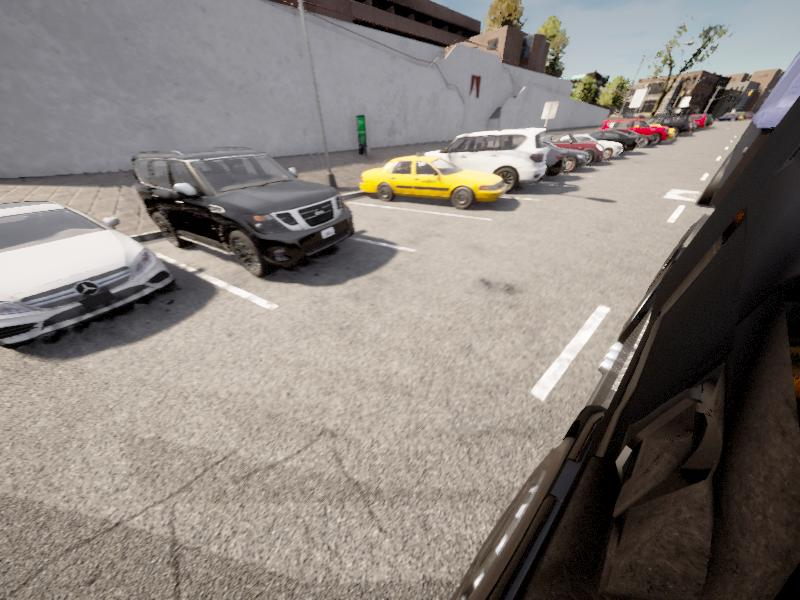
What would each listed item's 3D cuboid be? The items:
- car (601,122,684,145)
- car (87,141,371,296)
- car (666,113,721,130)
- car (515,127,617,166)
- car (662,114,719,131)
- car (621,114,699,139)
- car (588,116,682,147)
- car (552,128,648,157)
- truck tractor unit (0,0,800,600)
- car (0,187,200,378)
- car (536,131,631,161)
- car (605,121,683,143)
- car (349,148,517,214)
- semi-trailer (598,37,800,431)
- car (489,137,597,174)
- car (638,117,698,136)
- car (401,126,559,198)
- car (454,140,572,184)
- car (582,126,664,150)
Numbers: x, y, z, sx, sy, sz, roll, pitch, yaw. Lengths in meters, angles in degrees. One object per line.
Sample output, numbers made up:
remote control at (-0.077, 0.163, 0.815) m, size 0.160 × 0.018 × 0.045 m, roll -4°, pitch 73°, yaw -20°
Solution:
car at (23.983, -16.725, 23.248) m, size 5.366 × 1.575 × 1.946 m, roll 17°, pitch 40°, yaw 26°
car at (-3.744, -2.254, 5.267) m, size 5.566 × 2.045 × 2.435 m, roll 17°, pitch 40°, yaw 25°
car at (53.747, -32.821, 42.596) m, size 5.566 × 2.045 × 2.435 m, roll 17°, pitch 40°, yaw 26°
car at (10.003, -9.480, 14.353) m, size 4.553 × 1.767 × 2.185 m, roll 17°, pitch 40°, yaw 26°
car at (51.377, -31.621, 41.124) m, size 5.566 × 2.045 × 2.435 m, roll 17°, pitch 41°, yaw 26°
car at (30.670, -20.660, 27.656) m, size 5.566 × 2.045 × 2.435 m, roll 17°, pitch 41°, yaw 26°
car at (21.537, -15.736, 21.687) m, size 5.566 × 2.045 × 2.435 m, roll 17°, pitch 40°, yaw 26°
car at (14.635, -11.830, 17.381) m, size 5.008 × 1.535 × 2.097 m, roll 17°, pitch 41°, yaw 26°
truck tractor unit at (2.645, -0.295, 0.352) m, size 6.516 × 4.208 × 3.053 m, roll -28°, pitch 44°, yaw -30°
car at (-6.064, -0.821, 3.937) m, size 4.674 × 1.452 × 2.002 m, roll 17°, pitch 40°, yaw 25°
car at (12.334, -10.569, 15.925) m, size 4.674 × 1.452 × 2.002 m, roll 17°, pitch 40°, yaw 26°
car at (25.954, -18.047, 24.892) m, size 5.366 × 1.575 × 1.946 m, roll 17°, pitch 41°, yaw 26°
car at (0.997, -4.433, 8.349) m, size 5.366 × 1.575 × 1.946 m, roll 17°, pitch 40°, yaw 25°
semi-trailer at (8.698, -3.584, 4.258) m, size 14.254 × 4.402 × 2.717 m, roll -28°, pitch 43°, yaw -30°
car at (7.741, -8.109, 12.950) m, size 4.674 × 1.452 × 2.002 m, roll 17°, pitch 40°, yaw 25°
car at (35.325, -22.991, 30.694) m, size 4.553 × 1.767 × 2.185 m, roll 17°, pitch 41°, yaw 26°
car at (3.100, -5.904, 9.792) m, size 5.566 × 2.045 × 2.435 m, roll 17°, pitch 41°, yaw 25°
car at (5.410, -6.897, 11.452) m, size 4.792 × 1.488 × 2.163 m, roll 17°, pitch 41°, yaw 25°
car at (19.254, -14.275, 20.363) m, size 4.792 × 1.488 × 2.163 m, roll 17°, pitch 40°, yaw 26°
